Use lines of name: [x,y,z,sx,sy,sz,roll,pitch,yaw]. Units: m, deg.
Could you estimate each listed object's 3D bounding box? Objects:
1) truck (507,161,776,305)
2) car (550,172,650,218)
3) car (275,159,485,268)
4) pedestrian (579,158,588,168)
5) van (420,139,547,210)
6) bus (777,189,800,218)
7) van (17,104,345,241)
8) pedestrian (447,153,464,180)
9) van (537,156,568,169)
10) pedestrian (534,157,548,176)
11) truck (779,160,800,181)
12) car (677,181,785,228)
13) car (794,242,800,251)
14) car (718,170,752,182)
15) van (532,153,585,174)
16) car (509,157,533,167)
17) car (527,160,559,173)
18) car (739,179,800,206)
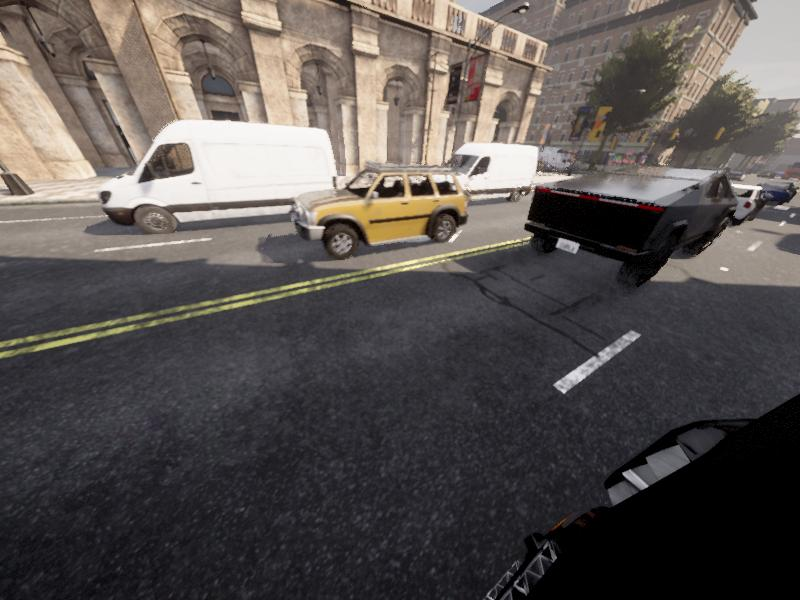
truck: [6.075,-2.152,5.842,6.274,2.098,2.390,-16,38,-26]
car: [9.663,-5.207,11.206,3.988,1.617,1.851,-16,38,-26]
car: [-0.372,-2.497,6.031,4.605,1.855,1.932,-16,38,-25]
pedestrian: [39.887,-29.685,50.182,0.751,1.860,0.751,-22,41,-33]
van: [4.118,-6.254,11.491,5.915,2.561,1.988,-16,38,-26]
bus: [27.151,-6.615,12.378,10.273,4.253,3.944,-12,35,-21]
van: [-4.959,-3.715,6.902,5.915,2.561,1.988,-16,38,-26]
pedestrian: [4.487,-10.870,18.803,0.751,1.860,0.751,-22,41,-32]
van: [31.515,-28.499,47.858,2.069,2.038,4.480,-16,38,-26]
pedestrian: [16.029,-15.209,26.316,0.751,1.860,0.751,23,38,28]
truck: [90.143,-29.179,52.064,8.468,3.827,2.891,-16,38,-26]
car: [15.537,-4.596,10.881,3.806,1.475,1.970,-16,38,-26]
car: [15.620,-2.445,7.496,4.856,1.649,2.033,-16,38,-26]
car: [55.348,-20.524,38.148,4.974,1.542,2.038,-16,38,-26]
van: [25.391,-22.144,37.386,2.351,2.431,6.366,-15,38,-26]
car: [26.055,-29.803,49.898,1.816,1.474,4.193,-16,38,-26]
car: [22.245,-20.921,36.090,1.845,1.501,3.633,-14,37,-25]
car: [27.753,-8.051,17.208,4.181,1.385,1.994,-16,38,-27]
